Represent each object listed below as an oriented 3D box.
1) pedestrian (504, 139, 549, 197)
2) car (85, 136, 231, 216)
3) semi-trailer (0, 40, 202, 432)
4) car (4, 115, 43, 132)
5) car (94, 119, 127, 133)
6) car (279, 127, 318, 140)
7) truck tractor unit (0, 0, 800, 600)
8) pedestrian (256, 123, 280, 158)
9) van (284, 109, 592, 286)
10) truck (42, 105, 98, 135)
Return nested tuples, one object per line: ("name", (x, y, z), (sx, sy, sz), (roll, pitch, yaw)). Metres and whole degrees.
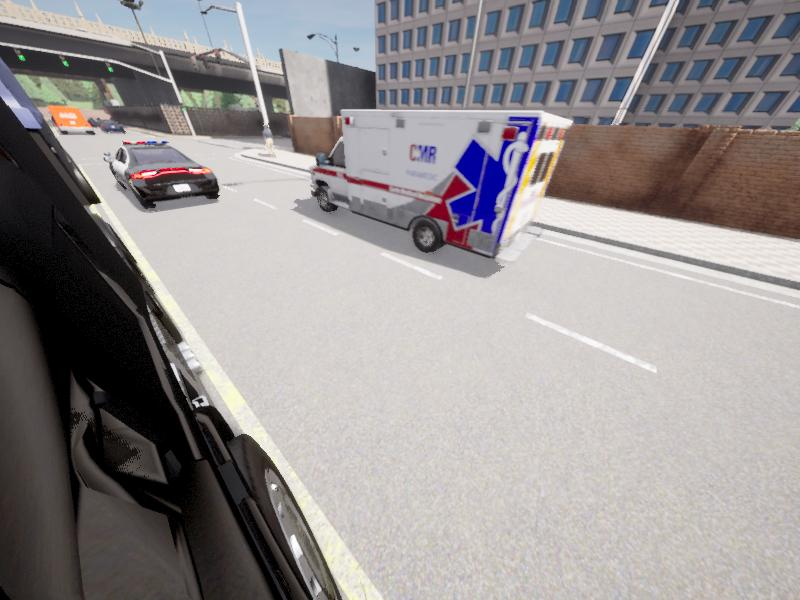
("pedestrian", (4.845, -5.091, 8.944), (0.751, 1.860, 0.751), (-29, 47, -35))
("car", (-8.035, -4.336, 7.627), (4.974, 1.542, 2.038), (28, 44, 30))
("semi-trailer", (-8.713, -3.605, 4.198), (14.254, 4.402, 2.717), (28, 44, 29))
("car", (-43.622, -20.501, 26.832), (4.674, 1.442, 1.812), (28, 43, 29))
("car", (-39.612, -23.820, 31.595), (4.181, 1.385, 1.994), (28, 44, 30))
("car", (-14.853, -24.629, 34.165), (1.837, 1.490, 4.892), (28, 44, 30))
("truck tractor unit", (-2.645, -0.295, 0.351), (6.516, 4.208, 3.053), (28, 44, 30))
("pedestrian", (-8.809, -10.681, 15.468), (0.751, 1.860, 0.751), (-27, 46, -33))
("van", (0.220, -3.041, 5.715), (6.366, 2.431, 2.351), (28, 44, 30))
("truck", (-37.922, -20.634, 26.554), (5.204, 2.467, 2.627), (28, 44, 29))
